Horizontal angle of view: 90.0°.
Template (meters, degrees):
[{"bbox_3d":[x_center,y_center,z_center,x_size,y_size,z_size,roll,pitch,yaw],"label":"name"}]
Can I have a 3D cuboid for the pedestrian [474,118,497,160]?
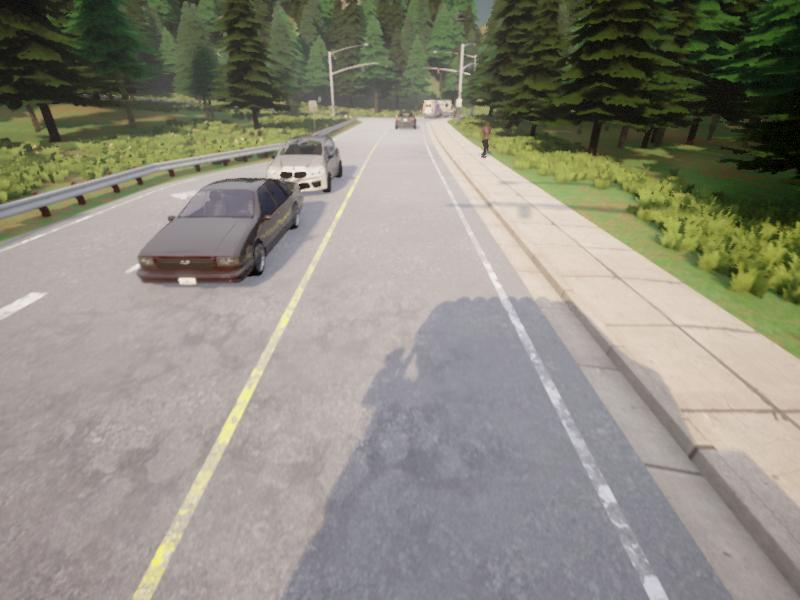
[{"bbox_3d":[4.270,-8.054,20.018,0.751,1.860,0.751,-4,27,-7],"label":"pedestrian"}]

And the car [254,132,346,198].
[{"bbox_3d":[-3.487,-5.215,15.052,2.242,1.667,4.611,0,27,0],"label":"car"}]

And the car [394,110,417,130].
[{"bbox_3d":[0.628,-18.848,41.778,2.242,1.667,4.611,1,27,2],"label":"car"}]

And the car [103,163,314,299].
[{"bbox_3d":[-3.501,-1.862,8.783,2.033,1.411,5.357,0,27,0],"label":"car"}]

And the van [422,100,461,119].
[{"bbox_3d":[6.436,-29.465,61.747,6.366,2.431,2.351,-23,35,-37],"label":"van"}]
